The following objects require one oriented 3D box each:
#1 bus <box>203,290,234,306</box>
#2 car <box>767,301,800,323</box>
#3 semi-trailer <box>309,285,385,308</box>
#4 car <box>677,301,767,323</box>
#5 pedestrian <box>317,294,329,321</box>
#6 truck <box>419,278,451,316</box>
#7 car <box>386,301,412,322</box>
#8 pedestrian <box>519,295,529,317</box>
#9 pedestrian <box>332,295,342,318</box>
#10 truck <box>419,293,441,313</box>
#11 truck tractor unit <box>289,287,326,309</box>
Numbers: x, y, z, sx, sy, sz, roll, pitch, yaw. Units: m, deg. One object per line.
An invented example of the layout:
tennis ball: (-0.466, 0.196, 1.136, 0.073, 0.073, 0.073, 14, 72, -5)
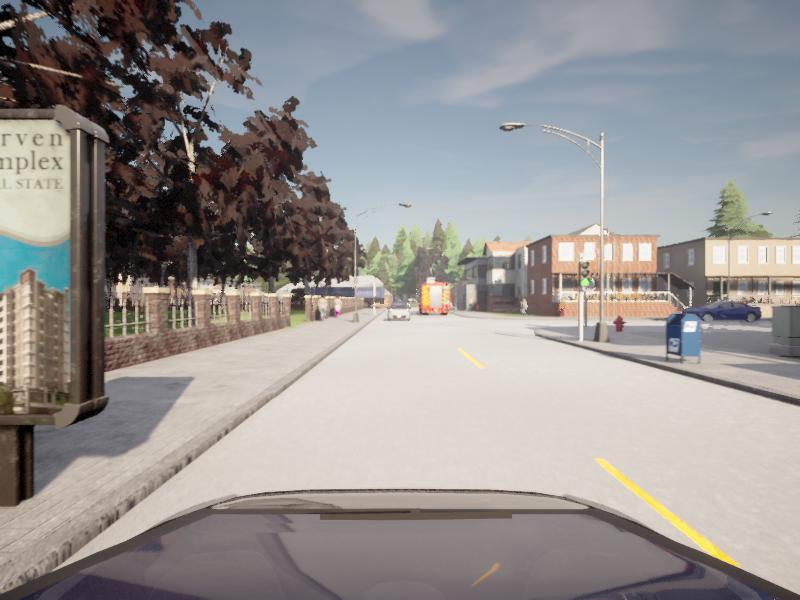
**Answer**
bus: (-49.365, -0.500, 109.250, 3.944, 4.253, 10.273, 0, 0, 0)
car: (30.050, 0.853, 29.154, 4.892, 1.490, 1.837, 0, 0, 0)
semi-trailer: (-10.251, -0.598, 77.320, 14.254, 4.402, 2.717, 0, 0, 11)
car: (23.347, 0.831, 29.147, 5.008, 1.535, 1.882, 0, 0, 0)
pedestrian: (-5.417, 0.541, 28.169, 0.751, 1.860, 0.751, 0, 0, 0)
truck: (3.653, -0.308, 43.936, 2.891, 3.827, 8.468, 0, 0, 1)
car: (-0.074, 0.835, 30.209, 1.845, 1.501, 3.633, 0, 0, 0)
pedestrian: (10.684, 0.535, 34.515, 0.751, 1.860, 0.751, 0, 0, 12)
pedestrian: (-5.178, 0.543, 32.961, 0.751, 1.860, 0.751, 0, 0, -8)
truck: (3.898, 0.373, 52.906, 2.627, 2.467, 5.204, 0, 0, 0)
truck tractor unit: (-18.063, -0.475, 78.436, 6.516, 4.208, 3.053, 0, 0, 0)
